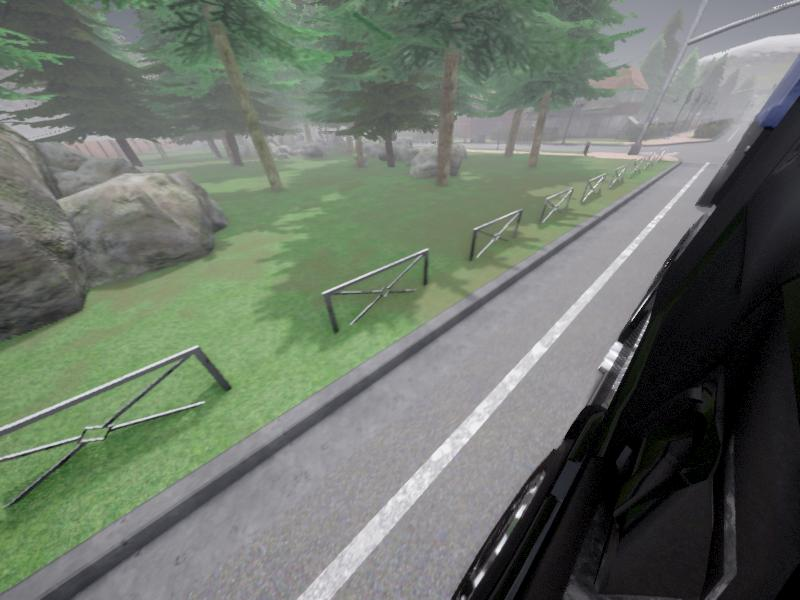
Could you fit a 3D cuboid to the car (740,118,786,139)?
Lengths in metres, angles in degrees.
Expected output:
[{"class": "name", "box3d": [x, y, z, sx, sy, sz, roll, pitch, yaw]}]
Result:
[{"class": "car", "box3d": [39.861, -18.931, 25.444, 4.856, 1.649, 2.033, -28, 44, -30]}]

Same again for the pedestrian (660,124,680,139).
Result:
[{"class": "pedestrian", "box3d": [29.796, -18.584, 25.531, 0.751, 1.300, 0.751, -15, 38, -16]}]

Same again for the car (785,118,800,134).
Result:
[{"class": "car", "box3d": [48.686, -20.812, 27.590, 4.792, 1.488, 2.163, -28, 44, -30]}]

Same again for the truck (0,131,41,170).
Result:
[{"class": "truck", "box3d": [-51.039, -18.790, 28.929, 2.891, 3.827, 8.468, -24, 42, -26]}]

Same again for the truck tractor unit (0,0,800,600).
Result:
[{"class": "truck tractor unit", "box3d": [2.645, -0.295, 0.351, 6.516, 4.208, 3.053, -28, 44, -30]}]

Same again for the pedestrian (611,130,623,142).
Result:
[{"class": "pedestrian", "box3d": [25.143, -18.986, 26.776, 0.500, 1.100, 0.500, -22, 41, -24]}]

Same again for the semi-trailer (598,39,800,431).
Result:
[{"class": "semi-trailer", "box3d": [8.708, -3.573, 4.252, 14.254, 4.402, 2.717, -28, 43, -30]}]

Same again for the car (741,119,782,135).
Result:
[{"class": "car", "box3d": [45.076, -21.644, 28.888, 4.902, 1.511, 2.128, -28, 44, -30]}]
